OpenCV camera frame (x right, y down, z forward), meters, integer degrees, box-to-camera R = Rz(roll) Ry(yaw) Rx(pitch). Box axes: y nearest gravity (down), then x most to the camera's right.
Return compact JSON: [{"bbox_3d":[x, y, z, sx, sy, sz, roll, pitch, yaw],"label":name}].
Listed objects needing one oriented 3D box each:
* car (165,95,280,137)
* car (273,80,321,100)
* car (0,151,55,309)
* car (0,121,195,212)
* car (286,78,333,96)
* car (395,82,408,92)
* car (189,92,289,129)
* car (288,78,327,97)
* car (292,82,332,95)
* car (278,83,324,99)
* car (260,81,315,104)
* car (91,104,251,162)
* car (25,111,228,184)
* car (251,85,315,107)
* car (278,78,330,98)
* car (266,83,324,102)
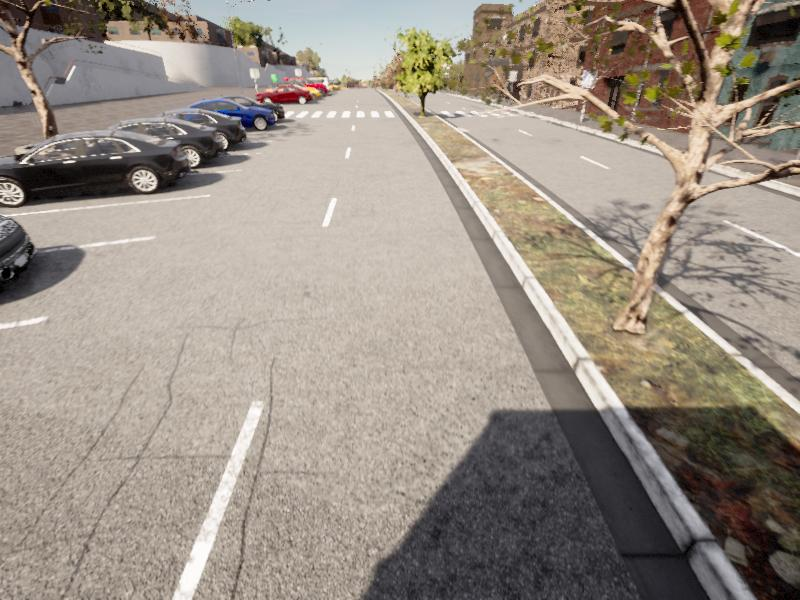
[{"bbox_3d":[-9.079,-9.576,20.679,5.008,1.535,2.097,-13,32,-20],"label":"car"},{"bbox_3d":[-11.268,-22.955,43.744,4.553,1.767,2.185,-13,32,-21],"label":"car"},{"bbox_3d":[-8.091,-0.707,5.347,4.553,1.767,2.185,-12,32,-18],"label":"car"},{"bbox_3d":[-8.285,-3.599,10.502,4.892,1.521,2.231,-12,33,-19],"label":"car"},{"bbox_3d":[-12.229,-28.836,54.049,5.566,2.045,2.435,-13,32,-21],"label":"car"},{"bbox_3d":[0.253,-37.676,70.780,1.882,1.535,5.008,-2,29,-4],"label":"car"},{"bbox_3d":[-9.315,-11.065,23.228,5.008,1.535,2.097,-13,32,-21],"label":"car"},{"bbox_3d":[-11.860,-27.410,51.521,4.442,1.987,1.878,-13,31,-21],"label":"car"},{"bbox_3d":[-12.450,-30.053,56.785,5.008,1.535,2.097,-13,31,-21],"label":"car"},{"bbox_3d":[-11.482,-24.267,46.422,4.674,1.452,2.002,-13,31,-21],"label":"car"},{"bbox_3d":[-10.788,-20.038,38.578,4.553,1.767,2.185,-13,32,-21],"label":"car"},{"bbox_3d":[-8.627,-6.592,15.593,4.892,1.521,2.231,-13,33,-20],"label":"car"},{"bbox_3d":[-8.443,-5.096,13.046,4.892,1.521,2.231,-13,33,-19],"label":"car"},{"bbox_3d":[-10.508,-18.469,36.071,5.008,1.535,2.097,-13,32,-21],"label":"car"},{"bbox_3d":[-11.699,-25.976,48.887,5.566,2.045,2.435,-13,31,-21],"label":"car"},{"bbox_3d":[-10.831,-21.442,41.301,5.366,1.575,1.946,-13,32,-21],"label":"car"}]
